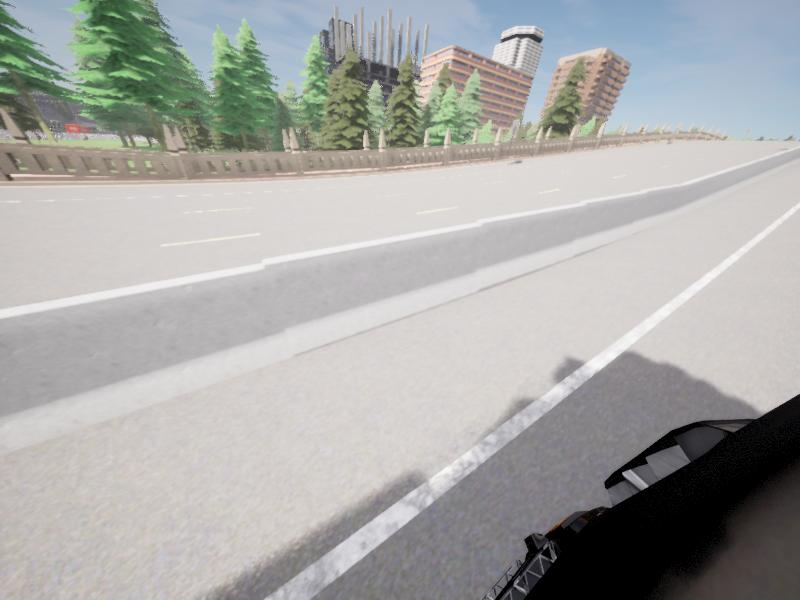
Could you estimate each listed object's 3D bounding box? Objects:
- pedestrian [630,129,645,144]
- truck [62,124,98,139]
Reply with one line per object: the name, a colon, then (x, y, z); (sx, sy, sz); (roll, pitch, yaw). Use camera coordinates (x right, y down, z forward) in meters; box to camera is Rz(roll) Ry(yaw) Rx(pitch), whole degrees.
pedestrian: (38.503, -26.519, 37.436); (0.751, 1.860, 0.751); (-14, 37, -27)
truck: (-73.119, -38.616, 52.980); (2.627, 2.467, 5.204); (-13, 36, -26)
